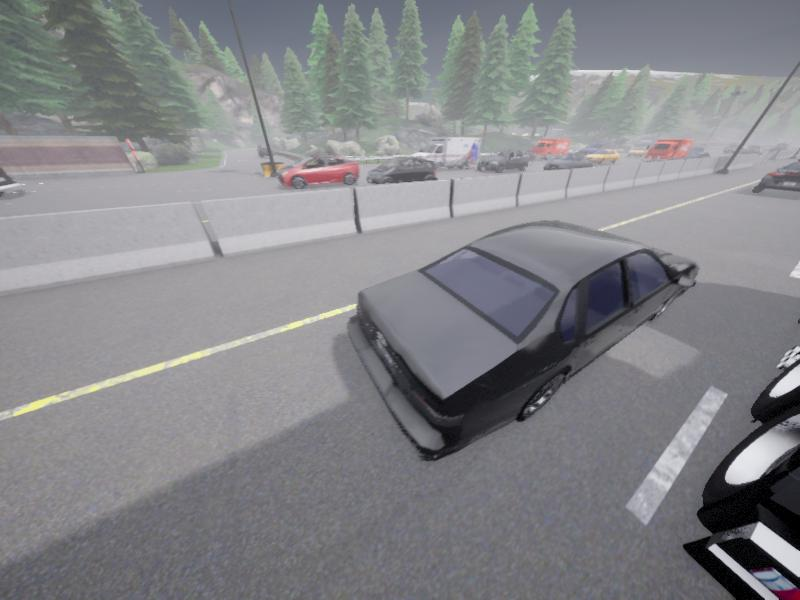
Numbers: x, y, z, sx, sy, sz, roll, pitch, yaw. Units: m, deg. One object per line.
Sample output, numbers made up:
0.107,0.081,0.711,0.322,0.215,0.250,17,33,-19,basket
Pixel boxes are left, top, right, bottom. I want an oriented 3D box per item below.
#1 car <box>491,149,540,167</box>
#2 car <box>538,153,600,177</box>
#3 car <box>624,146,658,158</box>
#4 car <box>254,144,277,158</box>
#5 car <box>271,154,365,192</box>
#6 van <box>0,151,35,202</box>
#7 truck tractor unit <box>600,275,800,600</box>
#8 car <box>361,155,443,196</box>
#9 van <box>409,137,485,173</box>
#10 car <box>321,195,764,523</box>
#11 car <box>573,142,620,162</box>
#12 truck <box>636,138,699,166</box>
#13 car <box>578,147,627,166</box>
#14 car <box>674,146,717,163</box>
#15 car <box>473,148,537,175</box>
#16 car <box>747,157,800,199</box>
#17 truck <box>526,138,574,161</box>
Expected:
12.277,-15.147,24.534,4.892,1.490,1.837,-18,39,-24,car
13.549,-10.893,18.546,4.181,1.385,1.994,-18,39,-24,car
38.578,-23.727,36.978,5.366,1.575,1.801,-18,39,-24,car
-20.310,-22.469,34.775,2.128,1.511,4.902,-19,39,-25,car
-4.562,-7.359,13.195,4.514,1.525,2.007,-18,39,-24,car
-19.551,-4.980,9.223,4.480,2.038,2.069,-18,39,-25,van
5.127,-0.284,0.756,6.516,4.208,3.053,-18,39,-23,truck tractor unit
0.121,-6.587,12.103,3.705,1.549,1.789,-18,39,-25,car
4.111,-12.872,20.388,6.366,2.431,2.351,-18,39,-24,van
2.036,-0.218,3.108,5.357,1.411,2.033,-18,39,-24,car
26.460,-19.972,31.086,5.566,2.045,2.150,-18,39,-24,car
30.124,-16.722,26.080,5.204,2.467,2.627,-18,39,-24,truck
23.063,-16.374,26.301,5.366,1.575,1.801,-18,39,-24,car
39.043,-19.277,30.550,4.856,1.649,2.033,-18,39,-24,car
8.789,-11.774,19.509,4.611,1.667,2.242,-18,39,-24,car
21.103,-6.489,12.134,4.974,1.542,2.038,-18,39,-24,car
20.279,-20.448,31.358,5.204,2.467,2.627,-18,39,-24,truck
